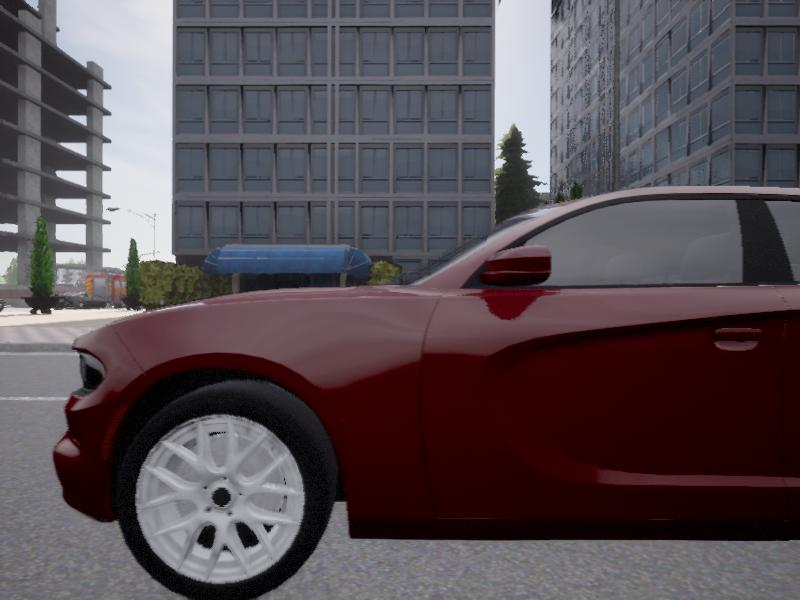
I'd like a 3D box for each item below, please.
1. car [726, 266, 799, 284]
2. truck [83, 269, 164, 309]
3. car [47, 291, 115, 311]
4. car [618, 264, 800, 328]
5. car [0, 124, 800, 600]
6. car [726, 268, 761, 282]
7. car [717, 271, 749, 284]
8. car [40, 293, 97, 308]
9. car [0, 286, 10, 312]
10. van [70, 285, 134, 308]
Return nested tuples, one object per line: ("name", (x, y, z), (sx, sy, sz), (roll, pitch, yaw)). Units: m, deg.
("car", (13.158, -0.885, 14.635), (1.642, 0.535, 1.750), (0, 0, 30))
("truck", (-29.461, -1.062, 43.295), (2.891, 3.827, 8.468), (0, 0, 0))
("car", (-26.037, 0.106, 32.903), (2.007, 1.525, 4.514), (0, 0, 0))
("car", (11.984, -0.142, 15.324), (6.274, 2.098, 2.390), (0, 0, 30))
("car", (1.043, 0.227, 2.201), (5.008, 1.535, 1.882), (0, 0, 0))
("car", (12.188, -0.883, 14.203), (0.945, 0.468, 0.156), (0, 0, 30))
("car", (13.066, -0.879, 15.693), (0.945, 0.468, 0.156), (0, 0, 30))
("car", (-36.466, 0.029, 44.195), (1.801, 1.575, 5.366), (0, 0, 0))
("car", (-29.570, -0.091, 27.385), (1.905, 1.878, 3.866), (0, 0, 0))
("van", (-32.964, -0.377, 44.580), (2.351, 2.431, 6.366), (0, 0, 0))
